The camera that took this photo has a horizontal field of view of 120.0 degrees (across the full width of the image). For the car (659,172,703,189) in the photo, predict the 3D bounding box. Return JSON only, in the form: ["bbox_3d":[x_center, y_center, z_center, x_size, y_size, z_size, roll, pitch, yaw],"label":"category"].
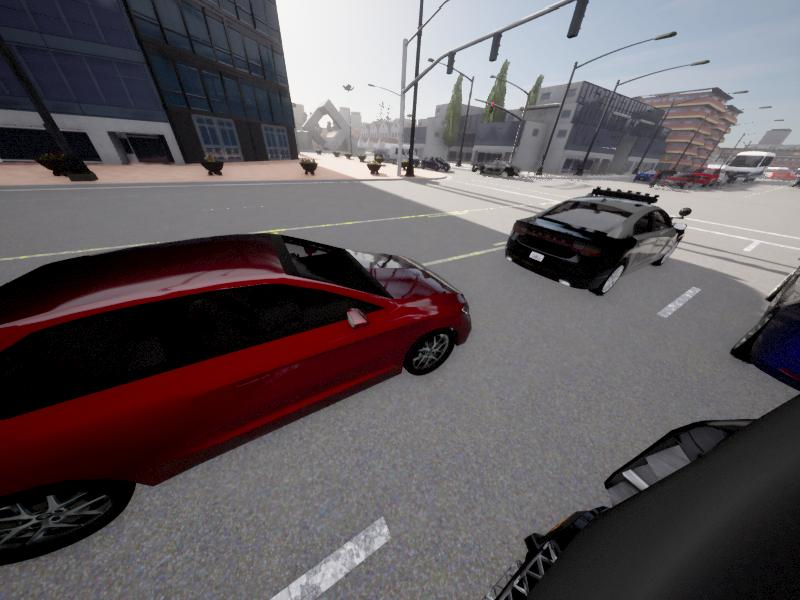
[{"bbox_3d":[31.772,-13.532,26.137,4.674,1.442,1.812,-16,38,-26],"label":"car"}]

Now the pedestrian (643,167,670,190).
[{"bbox_3d":[25.085,-11.922,22.644,0.751,1.860,0.751,9,33,7],"label":"pedestrian"}]

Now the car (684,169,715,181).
[{"bbox_3d":[51.043,-21.410,39.373,5.008,1.535,1.882,-17,38,-26],"label":"car"}]

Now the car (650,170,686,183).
[{"bbox_3d":[37.962,-17.536,32.740,4.892,1.490,1.837,-16,38,-26],"label":"car"}]

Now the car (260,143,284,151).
[{"bbox_3d":[-31.782,-38.002,57.296,5.357,1.411,2.033,17,35,19],"label":"car"}]

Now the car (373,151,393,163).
[{"bbox_3d":[-2.807,-23.660,38.155,1.845,1.501,3.633,-16,38,-27],"label":"car"}]

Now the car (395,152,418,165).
[{"bbox_3d":[1.075,-23.676,38.619,1.816,1.474,4.193,-15,38,-26],"label":"car"}]

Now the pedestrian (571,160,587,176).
[{"bbox_3d":[24.619,-18.113,31.788,0.751,1.860,0.751,-11,36,-21],"label":"pedestrian"}]

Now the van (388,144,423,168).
[{"bbox_3d":[0.621,-20.772,33.158,1.988,2.561,5.915,-15,38,-26],"label":"van"}]

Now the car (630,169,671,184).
[{"bbox_3d":[32.373,-15.984,29.839,5.008,1.535,1.882,-16,38,-27],"label":"car"}]

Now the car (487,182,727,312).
[{"bbox_3d":[4.751,-1.608,5.290,5.238,1.638,1.930,-16,38,-26],"label":"car"}]

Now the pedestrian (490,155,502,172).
[{"bbox_3d":[12.446,-17.730,29.996,0.751,1.860,0.751,-7,35,-16],"label":"pedestrian"}]

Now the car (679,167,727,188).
[{"bbox_3d":[38.871,-15.784,29.658,5.566,2.045,2.150,-16,38,-26],"label":"car"}]

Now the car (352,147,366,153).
[{"bbox_3d":[-15.446,-57.116,87.946,4.856,1.649,2.033,11,34,11],"label":"car"}]

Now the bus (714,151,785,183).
[{"bbox_3d":[59.332,-22.680,39.284,10.273,4.253,3.944,-17,38,-26],"label":"bus"}]

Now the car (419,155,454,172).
[{"bbox_3d":[4.320,-16.609,28.136,1.816,1.474,4.193,-15,38,-26],"label":"car"}]

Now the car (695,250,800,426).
[{"bbox_3d":[6.340,0.234,2.776,4.792,1.488,2.163,-16,38,-26],"label":"car"}]

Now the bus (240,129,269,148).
[{"bbox_3d":[-42.677,-47.663,68.369,3.944,4.253,10.273,-4,34,-12],"label":"bus"}]

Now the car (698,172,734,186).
[{"bbox_3d":[45.347,-17.415,33.146,4.674,1.442,1.812,-16,38,-26],"label":"car"}]

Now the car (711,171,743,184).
[{"bbox_3d":[50.675,-19.007,35.838,4.193,1.474,1.816,-17,38,-26],"label":"car"}]

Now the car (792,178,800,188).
[{"bbox_3d":[59.731,-17.235,33.652,5.008,1.535,1.882,-17,38,-26],"label":"car"}]

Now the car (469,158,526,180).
[{"bbox_3d":[10.522,-14.424,25.269,1.930,1.638,5.238,-27,44,-37],"label":"car"}]

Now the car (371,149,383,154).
[{"bbox_3d":[-8.448,-54.022,84.045,1.837,1.490,4.892,-26,43,-37],"label":"car"}]

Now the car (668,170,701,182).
[{"bbox_3d":[44.285,-19.317,35.988,4.181,1.385,1.994,-16,38,-25],"label":"car"}]

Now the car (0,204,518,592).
[{"bbox_3d":[-1.190,0.152,2.295,4.193,1.474,1.816,-16,38,-26],"label":"car"}]
